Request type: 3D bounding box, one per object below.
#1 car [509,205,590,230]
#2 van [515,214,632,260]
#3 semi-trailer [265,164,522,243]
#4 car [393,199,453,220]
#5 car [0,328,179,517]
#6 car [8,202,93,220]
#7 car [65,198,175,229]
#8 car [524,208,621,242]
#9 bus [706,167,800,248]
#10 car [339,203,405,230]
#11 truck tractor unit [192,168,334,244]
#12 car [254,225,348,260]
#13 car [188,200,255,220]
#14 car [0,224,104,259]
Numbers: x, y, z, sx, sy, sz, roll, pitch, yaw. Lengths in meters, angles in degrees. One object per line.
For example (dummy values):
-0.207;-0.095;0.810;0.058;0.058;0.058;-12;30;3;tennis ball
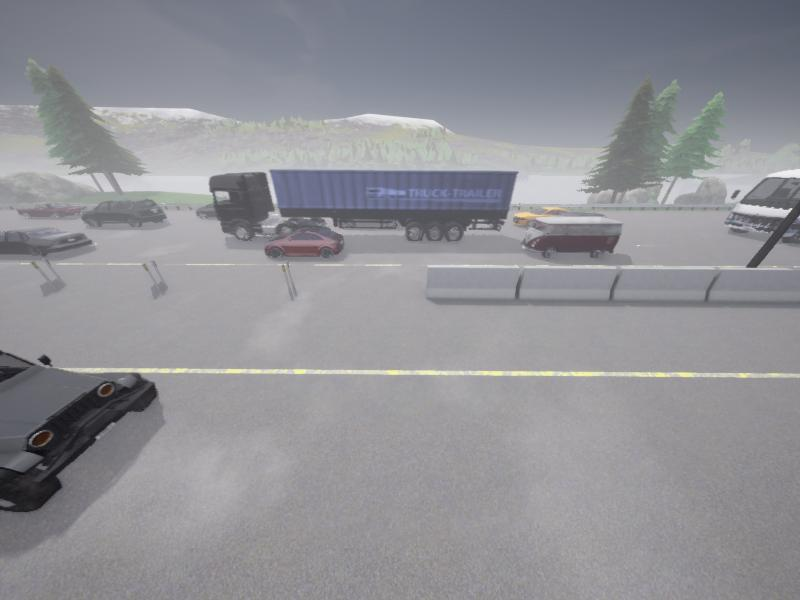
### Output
11.921;-6.728;18.721;5.008;1.535;1.882;1;30;0;car
9.110;-3.439;12.571;4.442;1.987;1.775;0;30;1;van
-0.381;-6.294;15.083;14.254;4.402;2.717;0;30;1;semi-trailer
2.105;-8.549;21.830;5.366;1.575;1.801;0;30;1;car
-6.659;1.772;3.645;3.866;1.878;1.905;0;30;1;car
-33.441;-8.611;22.224;4.718;1.301;1.895;0;30;1;car
-22.589;-7.131;18.905;5.566;2.045;2.150;0;30;1;car
11.376;-5.092;15.632;4.553;1.767;2.097;0;30;1;car
28.435;-6.008;14.761;10.273;4.253;3.944;0;30;0;bus
-2.135;-6.838;18.828;5.027;1.651;2.152;0;30;0;car
-8.300;-6.250;15.200;6.516;4.208;3.053;0;30;0;truck tractor unit
-5.248;-3.243;12.855;4.181;1.385;1.994;0;30;1;car
-16.850;-8.624;22.016;4.514;1.525;2.007;0;30;1;car
-20.899;-3.338;12.993;5.357;1.411;2.033;0;30;0;car
